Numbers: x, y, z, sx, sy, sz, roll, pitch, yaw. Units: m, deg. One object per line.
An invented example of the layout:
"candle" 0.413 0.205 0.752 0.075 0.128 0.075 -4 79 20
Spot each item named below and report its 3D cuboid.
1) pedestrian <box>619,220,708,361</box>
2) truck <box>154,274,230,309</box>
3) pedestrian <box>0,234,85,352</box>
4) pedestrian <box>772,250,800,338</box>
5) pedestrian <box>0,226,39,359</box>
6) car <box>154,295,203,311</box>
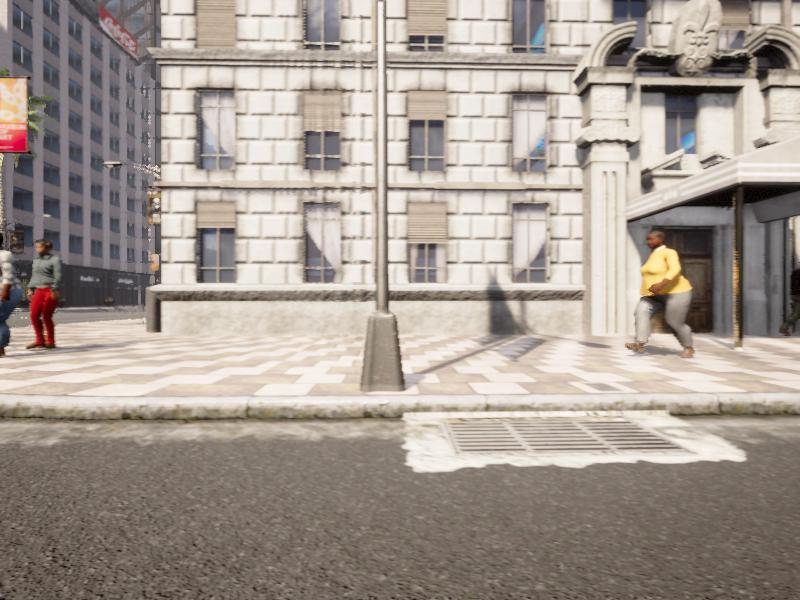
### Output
"pedestrian" 3.705 -0.120 5.687 0.751 1.860 0.751 0 0 -5
"truck" -24.669 -0.885 48.015 2.891 3.827 8.468 0 0 18
"pedestrian" -5.966 -0.106 6.709 0.751 1.860 0.751 0 0 4
"pedestrian" 8.867 -0.128 8.744 0.751 1.860 0.751 0 0 -2
"pedestrian" -5.916 -0.106 5.874 0.751 1.860 0.751 0 0 35
"car" -22.660 0.261 41.109 2.007 1.525 4.514 0 0 10
